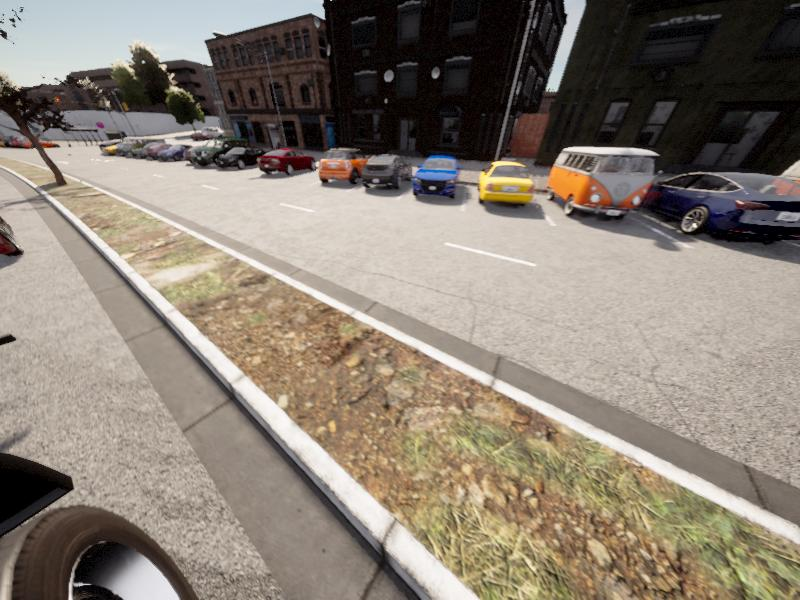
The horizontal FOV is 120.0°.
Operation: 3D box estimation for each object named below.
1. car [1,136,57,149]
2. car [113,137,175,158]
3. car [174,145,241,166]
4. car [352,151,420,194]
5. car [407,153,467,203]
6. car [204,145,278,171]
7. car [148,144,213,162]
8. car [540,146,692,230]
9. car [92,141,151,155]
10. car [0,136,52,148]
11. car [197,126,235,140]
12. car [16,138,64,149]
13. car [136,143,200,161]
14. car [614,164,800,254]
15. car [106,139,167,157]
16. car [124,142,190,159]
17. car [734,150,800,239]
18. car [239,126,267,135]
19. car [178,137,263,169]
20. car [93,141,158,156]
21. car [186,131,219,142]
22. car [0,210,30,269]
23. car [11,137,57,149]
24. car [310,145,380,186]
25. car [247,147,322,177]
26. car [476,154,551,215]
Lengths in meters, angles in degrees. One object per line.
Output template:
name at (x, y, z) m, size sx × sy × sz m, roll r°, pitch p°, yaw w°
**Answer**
car at (-77.754, -33.142, 48.567) m, size 2.435 × 2.045 × 5.566 m, roll 3°, pitch 35°, yaw 3°
car at (-31.044, -18.715, 28.309) m, size 1.878 × 1.987 × 4.442 m, roll 7°, pitch 35°, yaw 8°
car at (-18.150, -13.950, 22.159) m, size 2.002 × 1.452 × 4.674 m, roll 7°, pitch 35°, yaw 10°
car at (-0.517, -7.155, 12.656) m, size 2.231 × 1.521 × 4.892 m, roll 9°, pitch 35°, yaw 12°
car at (1.976, -6.161, 11.274) m, size 2.097 × 1.535 × 5.008 m, roll 9°, pitch 35°, yaw 11°
car at (-13.052, -12.080, 19.495) m, size 2.097 × 1.535 × 5.008 m, roll 8°, pitch 35°, yaw 10°
car at (-23.268, -15.822, 24.756) m, size 2.002 × 1.452 × 4.674 m, roll 7°, pitch 35°, yaw 9°
car at (6.879, -4.257, 8.234) m, size 1.878 × 1.987 × 4.442 m, roll 10°, pitch 36°, yaw 12°
car at (-38.740, -21.301, 32.347) m, size 2.163 × 1.488 × 4.792 m, roll 6°, pitch 35°, yaw 7°
car at (-80.492, -33.916, 49.629) m, size 2.435 × 2.045 × 5.566 m, roll 3°, pitch 35°, yaw 4°
car at (-38.903, -35.368, 48.968) m, size 5.566 × 2.045 × 2.435 m, roll 3°, pitch 41°, yaw 3°
car at (-72.309, -31.533, 46.577) m, size 2.185 × 1.767 × 4.553 m, roll 3°, pitch 35°, yaw 4°
car at (-25.852, -16.742, 26.032) m, size 2.002 × 1.452 × 4.674 m, roll 7°, pitch 35°, yaw 9°
car at (9.367, -3.112, 7.084) m, size 2.163 × 1.488 × 4.792 m, roll 9°, pitch 35°, yaw 12°
car at (-33.624, -19.610, 29.726) m, size 2.185 × 1.767 × 4.553 m, roll 6°, pitch 35°, yaw 8°
car at (-28.429, -17.692, 27.283) m, size 2.231 × 1.521 × 4.892 m, roll 7°, pitch 35°, yaw 8°
car at (11.796, -2.224, 5.406) m, size 1.878 × 1.987 × 4.442 m, roll 10°, pitch 36°, yaw 12°
car at (-35.141, -40.597, 55.333) m, size 4.892 × 1.521 × 2.231 m, roll 4°, pitch 41°, yaw 3°
car at (-15.593, -13.225, 20.654) m, size 2.435 × 2.045 × 5.566 m, roll 8°, pitch 35°, yaw 10°
car at (-36.277, -20.274, 30.847) m, size 1.946 × 1.575 × 5.366 m, roll 6°, pitch 35°, yaw 7°
car at (-40.190, -33.341, 47.091) m, size 4.674 × 1.452 × 2.002 m, roll 3°, pitch 41°, yaw 3°
car at (-10.280, -1.586, 4.860) m, size 4.181 × 1.385 × 1.994 m, roll 22°, pitch 40°, yaw 27°
car at (-75.034, -32.324, 47.487) m, size 1.878 × 1.987 × 4.442 m, roll 3°, pitch 35°, yaw 3°
car at (-3.012, -8.252, 13.963) m, size 2.185 × 1.767 × 4.553 m, roll 8°, pitch 35°, yaw 11°
car at (-8.014, -10.135, 16.794) m, size 2.097 × 1.535 × 5.008 m, roll 8°, pitch 35°, yaw 11°
car at (4.482, -5.253, 10.013) m, size 1.946 × 1.575 × 5.366 m, roll 9°, pitch 35°, yaw 12°
